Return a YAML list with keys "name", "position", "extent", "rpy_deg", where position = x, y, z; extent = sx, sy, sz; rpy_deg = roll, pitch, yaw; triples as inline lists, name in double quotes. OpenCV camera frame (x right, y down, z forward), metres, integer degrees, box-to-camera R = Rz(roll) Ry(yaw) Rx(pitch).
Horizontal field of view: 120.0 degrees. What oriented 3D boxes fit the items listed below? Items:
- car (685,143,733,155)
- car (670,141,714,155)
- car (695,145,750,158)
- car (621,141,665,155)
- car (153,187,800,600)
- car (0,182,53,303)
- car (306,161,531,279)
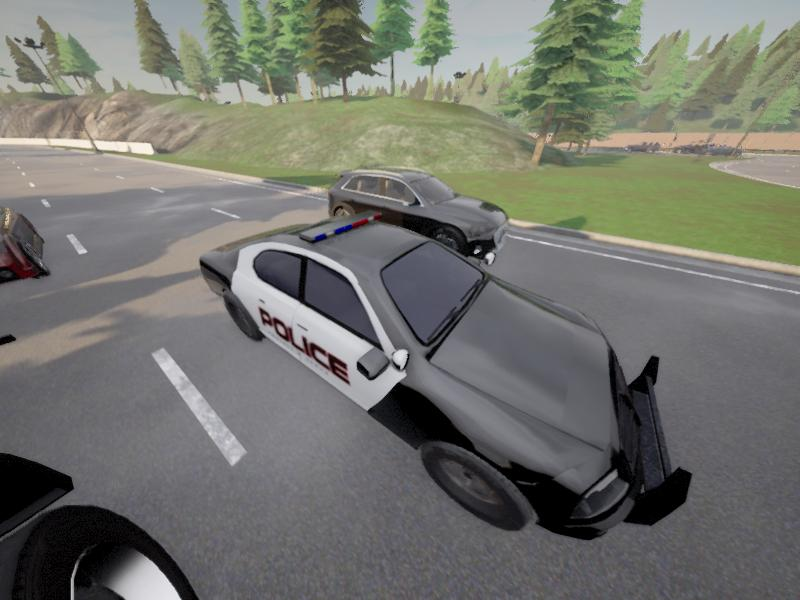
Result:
- name: "car"
  position: [53.182, -26.052, 39.887]
  extent: [4.514, 1.525, 2.007]
  rpy_deg: [22, 41, 28]
- name: "car"
  position: [48.796, -25.547, 38.757]
  extent: [3.866, 1.878, 1.905]
  rpy_deg: [22, 41, 28]
- name: "car"
  position: [46.301, -21.419, 33.359]
  extent: [4.181, 1.385, 1.994]
  rpy_deg: [22, 41, 28]
- name: "car"
  position: [41.362, -26.090, 39.476]
  extent: [4.605, 1.855, 1.932]
  rpy_deg: [22, 41, 28]
- name: "car"
  position: [-0.219, -0.034, 2.621]
  extent: [4.974, 1.542, 2.038]
  rpy_deg: [22, 41, 28]
- name: "car"
  position: [-8.474, -1.070, 4.158]
  extent: [4.181, 1.385, 1.994]
  rpy_deg: [25, 42, 30]
- name: "car"
  position: [0.215, -2.363, 5.832]
  extent: [4.856, 1.649, 2.033]
  rpy_deg: [22, 41, 28]
